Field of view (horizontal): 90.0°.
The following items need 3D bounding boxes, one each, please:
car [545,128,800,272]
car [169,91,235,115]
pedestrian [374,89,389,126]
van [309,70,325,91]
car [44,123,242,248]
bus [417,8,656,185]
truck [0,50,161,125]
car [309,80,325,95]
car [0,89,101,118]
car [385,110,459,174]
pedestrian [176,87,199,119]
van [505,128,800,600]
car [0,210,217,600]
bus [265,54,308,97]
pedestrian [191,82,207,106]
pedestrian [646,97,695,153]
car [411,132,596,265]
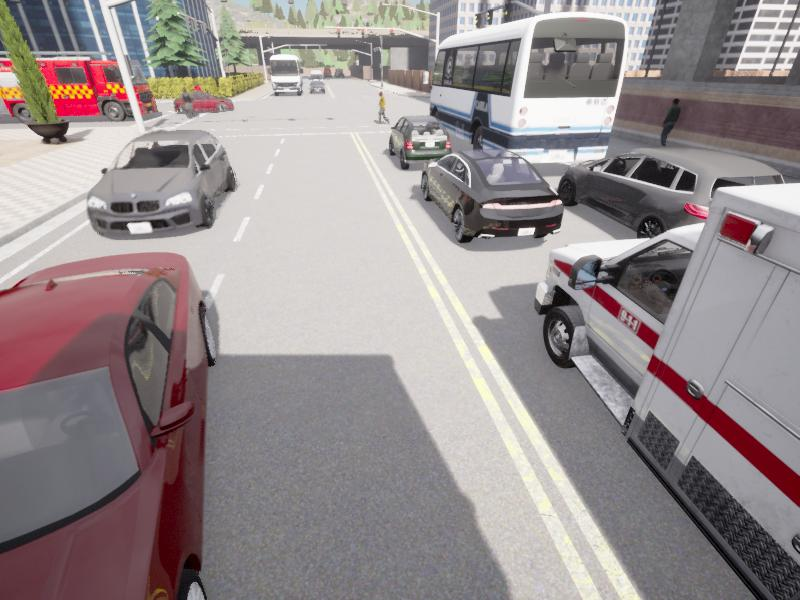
[{"bbox_3d":[5.413,-2.438,8.534,2.242,1.667,4.611,-5,31,-9],"label":"car"},{"bbox_3d":[-14.889,-14.983,30.339,4.181,1.385,1.994,-11,32,-18],"label":"car"},{"bbox_3d":[-1.072,-11.251,23.397,0.751,1.860,0.751,-7,31,-11],"label":"pedestrian"},{"bbox_3d":[-12.498,-33.037,60.094,1.988,2.561,5.915,-5,31,-9],"label":"van"},{"bbox_3d":[-5.429,-2.963,9.444,2.242,1.667,4.611,-5,31,-9],"label":"car"},{"bbox_3d":[3.723,-7.941,15.399,3.944,4.253,10.273,-5,31,-9],"label":"bus"},{"bbox_3d":[-20.565,-13.300,25.027,8.468,3.827,2.891,-5,31,-8],"label":"truck"},{"bbox_3d":[-10.702,-27.575,51.826,1.812,1.442,4.674,-5,31,-9],"label":"car"},{"bbox_3d":[-24.608,-13.799,28.051,5.238,1.638,1.930,-5,31,-9],"label":"car"},{"bbox_3d":[0.642,-5.788,14.392,1.789,1.549,3.705,-5,31,-9],"label":"car"},{"bbox_3d":[-13.936,-12.943,26.307,0.751,1.860,0.751,-5,31,-9],"label":"pedestrian"},{"bbox_3d":[3.128,0.796,2.247,2.351,2.431,6.366,-5,31,-9],"label":"van"},{"bbox_3d":[-2.549,0.897,2.973,1.882,1.535,5.008,-11,32,-18],"label":"car"},{"bbox_3d":[-13.853,-27.979,49.736,3.944,4.253,10.273,-5,31,-9],"label":"bus"},{"bbox_3d":[-17.832,-18.309,35.503,0.751,1.860,0.751,-6,31,-11],"label":"pedestrian"},{"bbox_3d":[10.247,-6.653,15.208,0.751,1.860,0.751,-6,31,-10],"label":"pedestrian"},{"bbox_3d":[1.779,-2.581,8.940,2.128,1.511,4.902,-5,31,-9],"label":"car"}]
